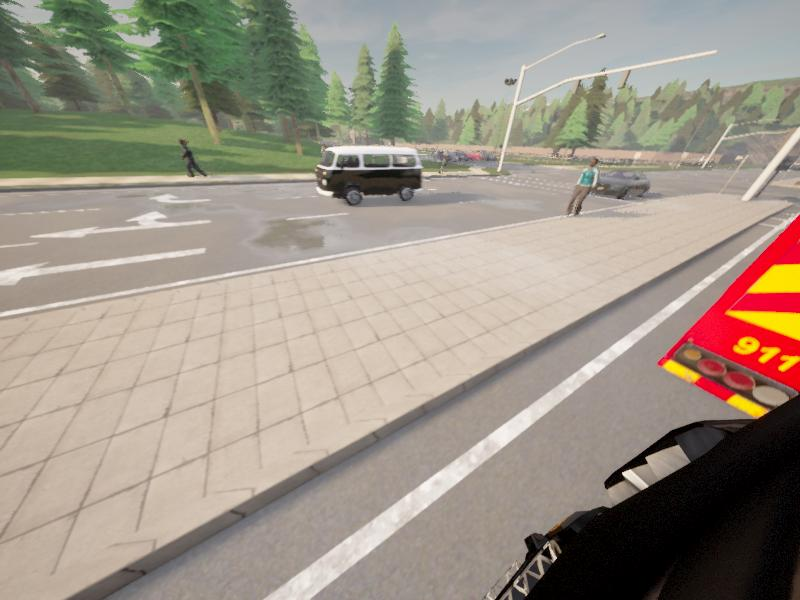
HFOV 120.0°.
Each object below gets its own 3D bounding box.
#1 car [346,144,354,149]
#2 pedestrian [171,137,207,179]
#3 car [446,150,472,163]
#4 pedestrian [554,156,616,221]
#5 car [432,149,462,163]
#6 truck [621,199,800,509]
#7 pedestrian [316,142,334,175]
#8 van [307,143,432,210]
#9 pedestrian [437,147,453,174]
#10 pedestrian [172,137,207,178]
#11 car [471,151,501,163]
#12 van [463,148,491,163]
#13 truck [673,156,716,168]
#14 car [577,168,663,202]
[{"bbox_3d":[-20.886,-63.846,95.881,1.812,1.442,4.674,-16,38,-25],"label":"car"},{"bbox_3d":[-11.067,-7.464,12.192,0.751,1.860,0.751,-17,38,-26],"label":"pedestrian"},{"bbox_3d":[10.015,-24.561,39.451,1.851,1.617,3.988,-16,38,-25],"label":"car"},{"bbox_3d":[6.166,-3.751,7.805,0.751,1.860,0.751,-16,38,-25],"label":"pedestrian"},{"bbox_3d":[7.441,-23.219,37.280,2.033,1.649,4.856,-16,38,-25],"label":"car"},{"bbox_3d":[6.872,-0.954,2.262,8.468,3.827,2.891,-16,38,-26],"label":"truck"},{"bbox_3d":[-5.094,-9.584,15.717,0.751,1.860,0.751,-16,38,-25],"label":"pedestrian"},{"bbox_3d":[-1.184,-5.288,9.768,4.480,2.038,2.069,-16,38,-26],"label":"van"},{"bbox_3d":[3.731,-11.512,19.138,0.751,1.860,0.751,-10,36,-18],"label":"pedestrian"},{"bbox_3d":[-11.443,-7.777,12.632,0.751,1.860,0.751,-19,39,-28],"label":"pedestrian"},{"bbox_3d":[15.861,-26.528,42.803,2.038,1.542,4.974,-16,38,-25],"label":"car"},{"bbox_3d":[13.338,-25.317,40.446,1.775,1.987,4.442,-16,38,-25],"label":"van"},{"bbox_3d":[75.592,-35.515,59.430,2.390,2.098,6.274,-16,38,-25],"label":"truck"},{"bbox_3d":[12.935,-6.868,13.614,4.181,1.385,1.994,-16,38,-25],"label":"car"}]
